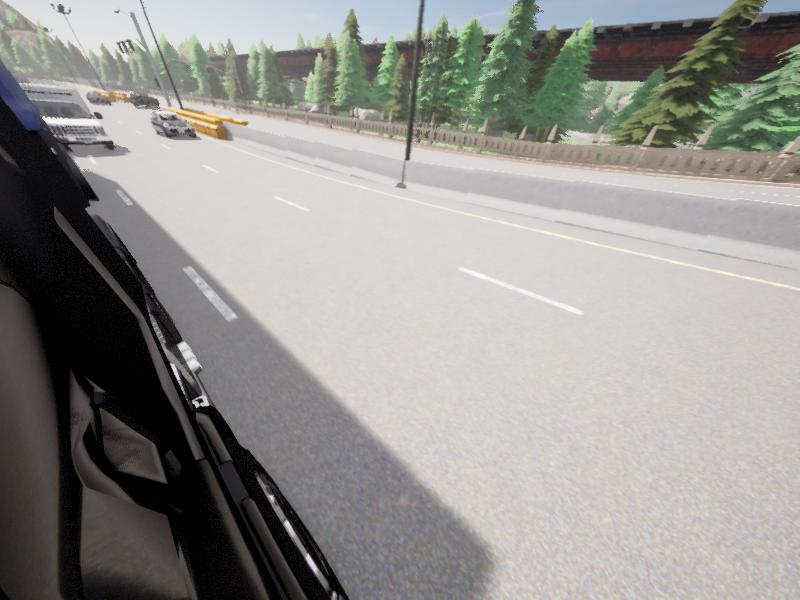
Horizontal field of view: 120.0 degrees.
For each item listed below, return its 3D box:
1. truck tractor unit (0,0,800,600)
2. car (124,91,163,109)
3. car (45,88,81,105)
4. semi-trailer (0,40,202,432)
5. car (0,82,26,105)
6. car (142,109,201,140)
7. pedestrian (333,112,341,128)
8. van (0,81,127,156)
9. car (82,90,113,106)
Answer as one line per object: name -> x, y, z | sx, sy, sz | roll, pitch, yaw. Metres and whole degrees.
truck tractor unit -> -2.645, -0.295, 0.352 | 6.516, 4.208, 3.053 | 28, 44, 30
car -> -40.363, -31.608, 36.540 | 1.932, 1.855, 4.605 | -5, 40, -16
car -> -45.107, -27.210, 30.882 | 5.357, 1.411, 2.033 | 31, 45, 27
semi-trailer -> -8.703, -3.654, 4.143 | 14.254, 4.402, 2.717 | 29, 44, 29
car -> -43.382, -21.511, 23.804 | 2.097, 1.767, 4.553 | 24, 42, 21
car -> -17.189, -13.195, 17.398 | 3.806, 1.475, 1.970 | 31, 45, 27
pedestrian -> -9.668, -27.409, 35.280 | 0.751, 1.860, 0.751 | 31, 45, 28
van -> -17.936, -9.550, 12.067 | 6.366, 2.431, 2.351 | 25, 43, 22
car -> -45.203, -30.145, 34.493 | 4.181, 1.385, 1.994 | 30, 45, 27
